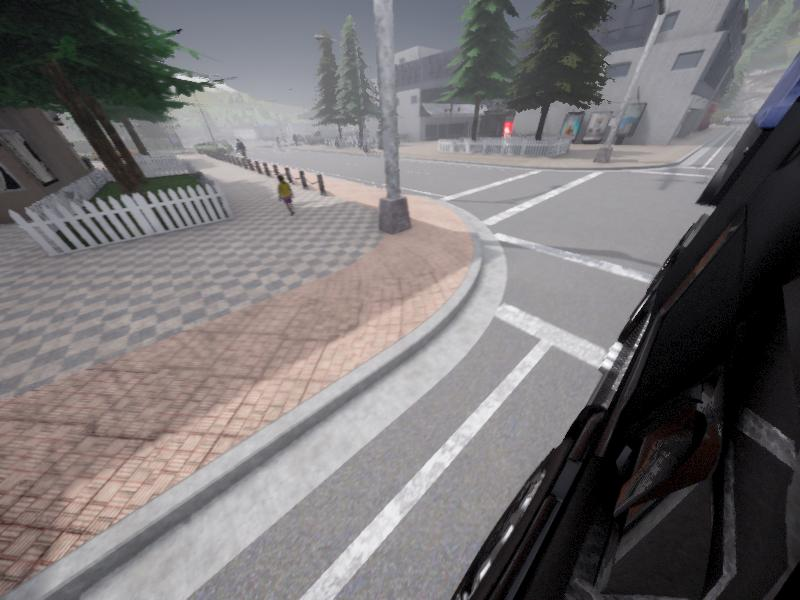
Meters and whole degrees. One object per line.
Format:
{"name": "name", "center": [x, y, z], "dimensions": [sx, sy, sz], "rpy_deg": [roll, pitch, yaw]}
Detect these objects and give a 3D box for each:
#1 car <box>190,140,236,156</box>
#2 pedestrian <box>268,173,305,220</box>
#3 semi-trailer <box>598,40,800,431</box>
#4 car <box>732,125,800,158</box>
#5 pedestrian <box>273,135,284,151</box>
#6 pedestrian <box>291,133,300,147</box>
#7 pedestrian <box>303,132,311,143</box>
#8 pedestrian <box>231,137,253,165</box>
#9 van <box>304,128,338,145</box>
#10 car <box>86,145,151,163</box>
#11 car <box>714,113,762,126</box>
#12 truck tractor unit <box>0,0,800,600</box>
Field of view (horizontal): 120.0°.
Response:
{"name": "car", "center": [-26.622, -21.804, 33.106], "dimensions": [4.514, 1.525, 2.007], "rpy_deg": [-6, 37, -4]}
{"name": "pedestrian", "center": [-3.219, -2.970, 6.614], "dimensions": [0.500, 1.100, 0.500], "rpy_deg": [27, 46, 34]}
{"name": "semi-trailer", "center": [8.694, -3.602, 4.242], "dimensions": [14.254, 4.402, 2.717], "rpy_deg": [-28, 44, -30]}
{"name": "car", "center": [22.848, -9.905, 14.341], "dimensions": [4.181, 1.385, 1.994], "rpy_deg": [-28, 44, -30]}
{"name": "pedestrian", "center": [-17.372, -22.402, 33.044], "dimensions": [0.751, 1.860, 0.751], "rpy_deg": [-20, 40, -22]}
{"name": "pedestrian", "center": [-17.313, -26.566, 38.319], "dimensions": [0.751, 1.860, 0.751], "rpy_deg": [-9, 37, -8]}
{"name": "pedestrian", "center": [-19.498, -33.991, 48.365], "dimensions": [0.751, 1.860, 0.751], "rpy_deg": [28, 46, 34]}
{"name": "pedestrian", "center": [-12.833, -12.140, 18.814], "dimensions": [0.751, 1.860, 0.751], "rpy_deg": [-29, 44, -31]}
{"name": "van", "center": [-15.759, -32.919, 46.436], "dimensions": [5.915, 2.561, 1.988], "rpy_deg": [-29, 44, -31]}
{"name": "car", "center": [-35.619, -18.698, 29.493], "dimensions": [5.008, 1.535, 1.882], "rpy_deg": [-29, 44, -31]}
{"name": "car", "center": [65.409, -35.037, 44.871], "dimensions": [4.611, 1.667, 2.242], "rpy_deg": [14, 40, 20]}
{"name": "truck tractor unit", "center": [2.645, -0.295, 0.352], "dimensions": [6.516, 4.208, 3.053], "rpy_deg": [-28, 44, -30]}
